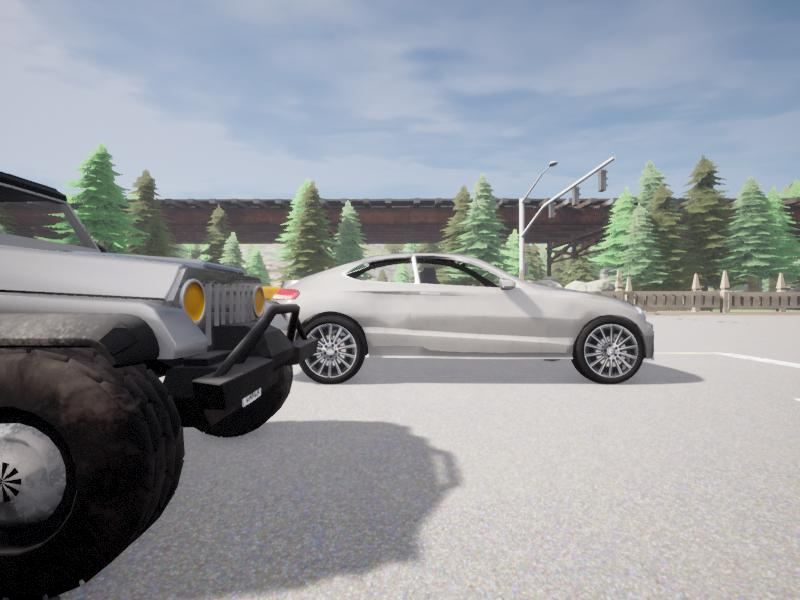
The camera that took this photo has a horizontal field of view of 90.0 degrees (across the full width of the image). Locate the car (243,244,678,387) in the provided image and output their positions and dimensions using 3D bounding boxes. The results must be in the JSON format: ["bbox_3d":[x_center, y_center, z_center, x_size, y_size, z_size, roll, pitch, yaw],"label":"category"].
[{"bbox_3d":[0.699,0.181,5.701,5.027,1.651,2.152,0,0,0],"label":"car"}]

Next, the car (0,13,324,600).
[{"bbox_3d":[-2.535,0.046,2.201,3.866,1.878,1.905,0,0,0],"label":"car"}]
